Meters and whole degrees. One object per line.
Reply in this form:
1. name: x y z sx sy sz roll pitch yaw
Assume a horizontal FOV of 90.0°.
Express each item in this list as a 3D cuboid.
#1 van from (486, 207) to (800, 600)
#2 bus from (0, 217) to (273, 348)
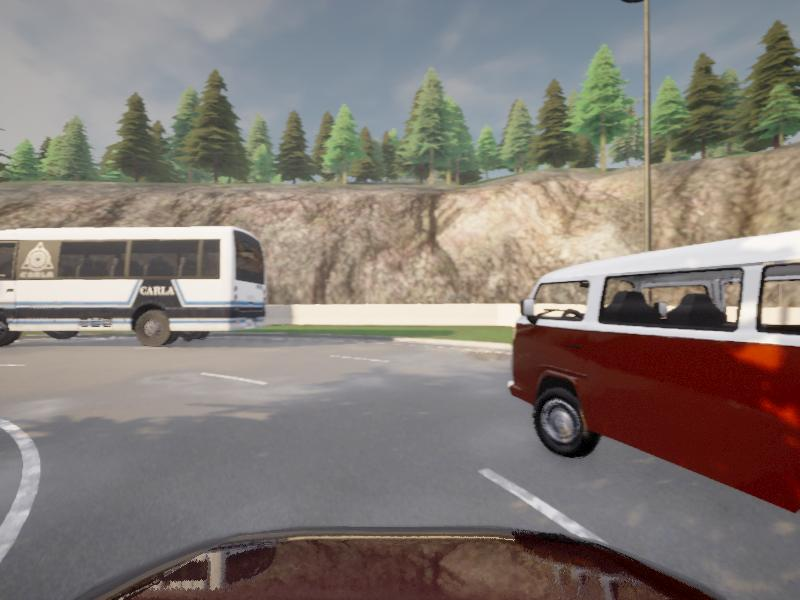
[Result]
1. van: 2.762 0.561 3.193 2.069 2.038 4.480 1 0 -18
2. bus: -10.575 -0.494 15.103 10.273 4.253 3.944 0 -2 2
